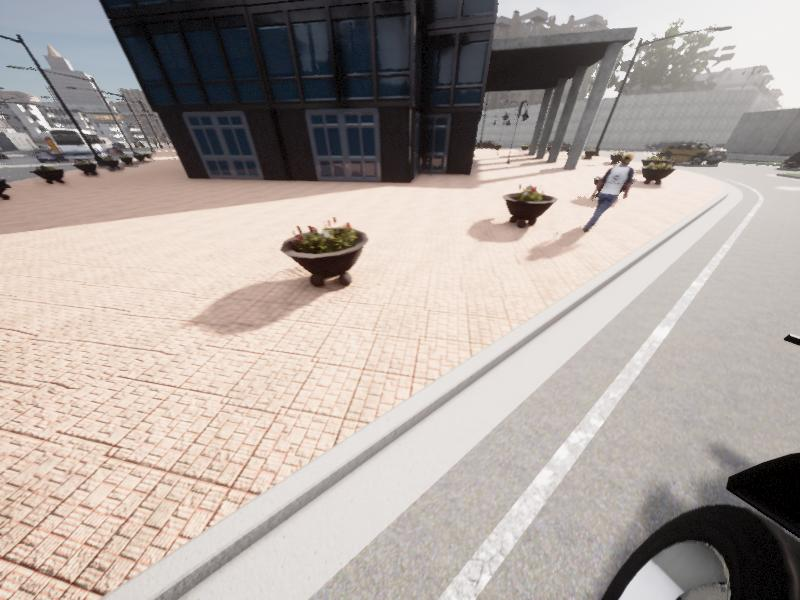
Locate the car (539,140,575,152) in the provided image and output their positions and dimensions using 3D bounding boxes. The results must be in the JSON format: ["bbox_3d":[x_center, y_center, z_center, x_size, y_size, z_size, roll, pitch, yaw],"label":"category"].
[{"bbox_3d":[29.175,-28.843,43.166,2.152,1.651,5.027,-15,38,-20],"label":"car"}]

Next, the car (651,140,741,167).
[{"bbox_3d":[26.984,-13.641,21.400,1.932,1.855,4.605,-3,35,-3],"label":"car"}]

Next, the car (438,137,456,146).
[{"bbox_3d":[14.829,-49.817,72.550,2.150,2.045,5.566,-21,40,-27],"label":"car"}]

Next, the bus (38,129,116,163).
[{"bbox_3d":[-52.810,-25.684,38.415,3.944,4.253,10.273,-22,41,-28],"label":"bus"}]

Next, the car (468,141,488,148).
[{"bbox_3d":[19.153,-38.459,57.005,1.994,1.385,4.181,-21,40,-27],"label":"car"}]

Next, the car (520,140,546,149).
[{"bbox_3d":[30.596,-35.923,53.283,2.007,1.525,4.514,-23,41,-29],"label":"car"}]

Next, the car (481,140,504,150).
[{"bbox_3d":[20.165,-33.962,50.512,1.851,1.617,3.988,-20,40,-26],"label":"car"}]

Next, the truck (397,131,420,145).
[{"bbox_3d":[2.666,-53.799,76.715,2.891,3.827,8.468,-21,40,-27],"label":"truck"}]

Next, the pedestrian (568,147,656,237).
[{"bbox_3d":[5.129,-2.658,5.715,0.751,1.860,0.751,-22,41,-28],"label":"pedestrian"}]

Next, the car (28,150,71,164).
[{"bbox_3d":[-53.988,-22.193,35.735,2.033,1.649,4.856,-22,40,-28],"label":"car"}]

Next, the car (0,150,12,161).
[{"bbox_3d":[-70.168,-24.828,39.748,1.994,1.385,4.181,-22,41,-28],"label":"car"}]

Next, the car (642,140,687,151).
[{"bbox_3d":[49.794,-29.177,43.702,5.027,1.651,2.152,12,37,17],"label":"car"}]

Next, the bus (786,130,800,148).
[{"bbox_3d":[89.214,-35.584,49.941,10.273,4.253,3.944,-22,40,-27],"label":"bus"}]

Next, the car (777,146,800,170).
[{"bbox_3d":[32.111,-10.512,17.235,1.845,1.501,3.633,-15,38,-19],"label":"car"}]
